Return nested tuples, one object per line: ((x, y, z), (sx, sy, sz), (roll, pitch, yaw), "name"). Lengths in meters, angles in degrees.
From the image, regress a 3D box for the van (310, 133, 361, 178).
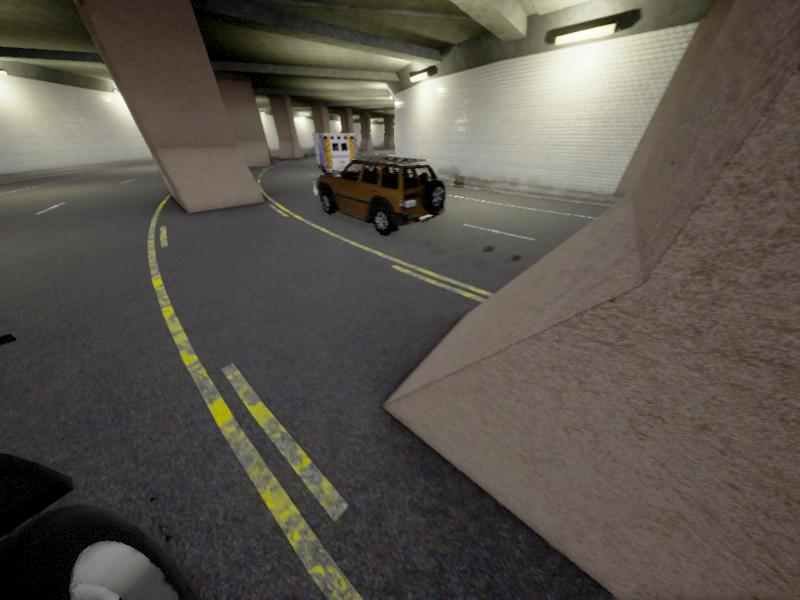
((-5.042, -11.124, 17.545), (2.351, 2.431, 6.366), (-14, 38, -19), "van")

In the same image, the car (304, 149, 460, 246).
((-0.789, -3.497, 7.241), (4.605, 1.855, 1.932), (30, 45, 35), "car")
